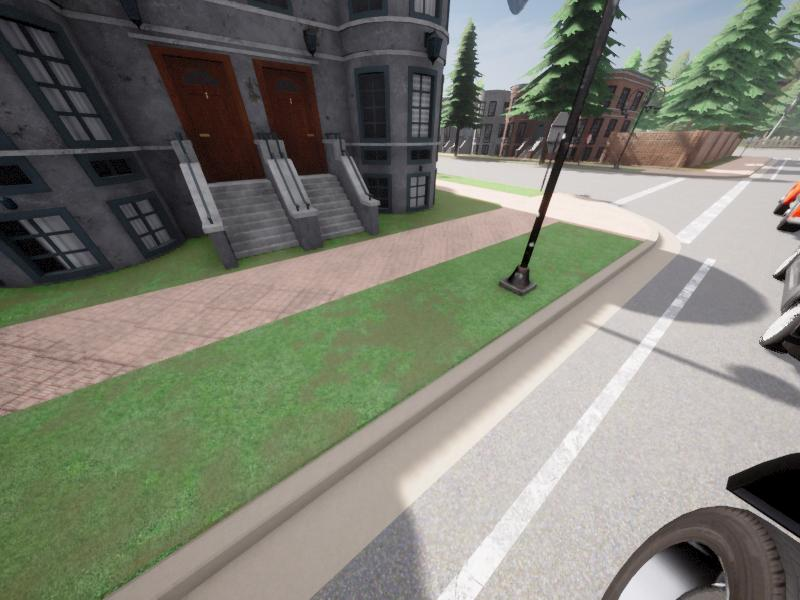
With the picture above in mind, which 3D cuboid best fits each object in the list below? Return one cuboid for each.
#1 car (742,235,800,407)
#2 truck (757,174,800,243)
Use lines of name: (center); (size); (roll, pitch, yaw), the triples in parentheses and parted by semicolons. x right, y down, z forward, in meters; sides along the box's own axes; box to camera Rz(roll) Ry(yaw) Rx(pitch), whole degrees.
car: (6.554, -0.173, 2.708); (5.238, 1.638, 1.930); (-22, 41, -28)
truck: (12.783, -3.056, 6.020); (5.204, 2.467, 2.627); (-22, 41, -28)
